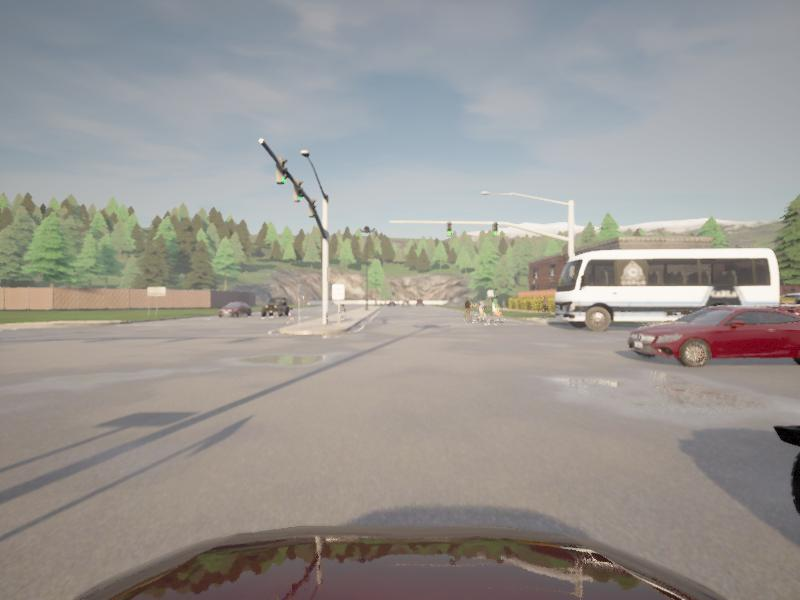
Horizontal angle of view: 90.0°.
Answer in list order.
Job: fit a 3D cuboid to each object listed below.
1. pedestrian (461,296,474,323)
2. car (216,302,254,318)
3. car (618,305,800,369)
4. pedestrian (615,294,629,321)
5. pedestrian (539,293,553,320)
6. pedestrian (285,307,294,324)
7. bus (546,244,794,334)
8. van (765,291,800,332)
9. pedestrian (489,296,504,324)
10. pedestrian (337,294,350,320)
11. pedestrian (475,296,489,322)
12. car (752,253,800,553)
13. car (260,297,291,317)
[{"bbox_3d":[4.777,0.652,28.228,0.751,1.860,0.751,0,0,-7],"label":"pedestrian"},{"bbox_3d":[-15.774,0.890,38.556,1.812,1.442,4.674,0,0,-1],"label":"car"},{"bbox_3d":[8.392,0.876,10.239,4.674,1.442,1.812,0,0,-2],"label":"car"},{"bbox_3d":[15.257,0.500,27.523,0.751,1.860,0.751,0,0,20],"label":"pedestrian"},{"bbox_3d":[10.307,0.473,28.193,0.751,1.860,0.751,0,0,2],"label":"pedestrian"},{"bbox_3d":[-7.294,1.031,26.462,0.500,1.100,0.500,0,0,-7],"label":"pedestrian"},{"bbox_3d":[13.609,-0.522,21.276,10.273,4.253,3.944,0,0,5],"label":"bus"},{"bbox_3d":[22.481,0.583,21.174,4.480,2.038,2.069,0,0,-2],"label":"van"},{"bbox_3d":[6.465,0.652,26.844,0.751,1.860,0.751,0,0,-9],"label":"pedestrian"},{"bbox_3d":[-4.094,0.500,28.821,0.751,1.860,0.751,0,0,-21],"label":"pedestrian"},{"bbox_3d":[5.944,0.666,28.990,0.751,1.860,0.751,0,0,-5],"label":"pedestrian"},{"bbox_3d":[3.488,0.647,0.923,1.905,1.878,3.866,0,0,-1],"label":"car"},{"bbox_3d":[-12.297,0.667,39.713,1.905,1.878,3.866,0,0,-1],"label":"car"}]
